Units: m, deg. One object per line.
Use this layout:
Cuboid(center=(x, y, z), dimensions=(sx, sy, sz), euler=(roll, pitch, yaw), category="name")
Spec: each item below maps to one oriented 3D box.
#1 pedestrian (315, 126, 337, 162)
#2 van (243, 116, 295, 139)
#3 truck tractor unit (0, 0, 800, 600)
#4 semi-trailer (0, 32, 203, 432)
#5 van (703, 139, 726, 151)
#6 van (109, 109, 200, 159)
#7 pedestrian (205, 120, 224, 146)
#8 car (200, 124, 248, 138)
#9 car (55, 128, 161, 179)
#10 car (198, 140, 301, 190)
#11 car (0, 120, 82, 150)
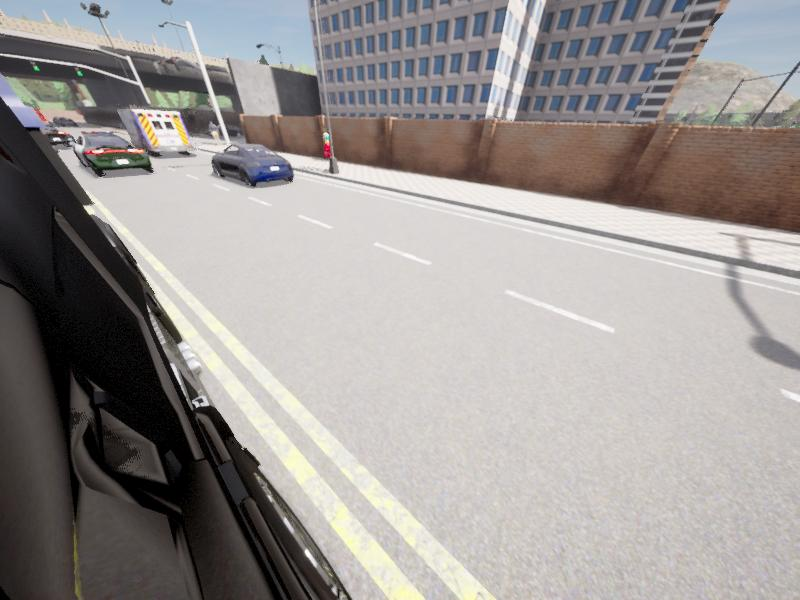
Cuboid(center=(-4.763, -10.091, 14.981), dimensions=(0.751, 1.860, 0.751), euler=(27, 43, 28), category="pedestrian")
Cuboid(center=(-19.194, -25.462, 34.272), dimensions=(1.988, 2.561, 5.915), euler=(26, 43, 28), category="van")
Cuboid(center=(-2.645, -0.295, 0.351), dimensions=(6.516, 4.208, 3.053), euler=(28, 44, 30), category="truck tractor unit")
Cuboid(center=(-8.801, -3.528, 4.131), dimensions=(14.254, 4.402, 2.717), euler=(27, 43, 29), category="semi-trailer")
Cuboid(center=(87.416, -43.113, 64.333), dimensions=(1.988, 2.561, 5.915), euler=(26, 43, 28), category="van")
Cuboid(center=(-17.220, -11.698, 16.196), dimensions=(6.366, 2.431, 2.351), euler=(26, 43, 28), category="van")
Cuboid(center=(-16.786, -15.114, 20.924), dimensions=(0.751, 1.860, 0.751), euler=(-20, 42, -27), category="pedestrian")
Cuboid(center=(-25.021, -24.130, 33.014), dimensions=(1.837, 1.490, 4.892), euler=(27, 43, 29), category="car")
Cuboid(center=(-13.881, -7.070, 10.969), dimensions=(4.974, 1.542, 2.038), euler=(26, 43, 28), category="car")
Cuboid(center=(-6.678, -6.145, 10.300), dimensions=(4.181, 1.385, 1.994), euler=(26, 43, 28), category="car")
Cuboid(center=(-26.745, -11.970, 16.691), dimensions=(4.974, 1.542, 2.038), euler=(10, 38, 10), category="car")
